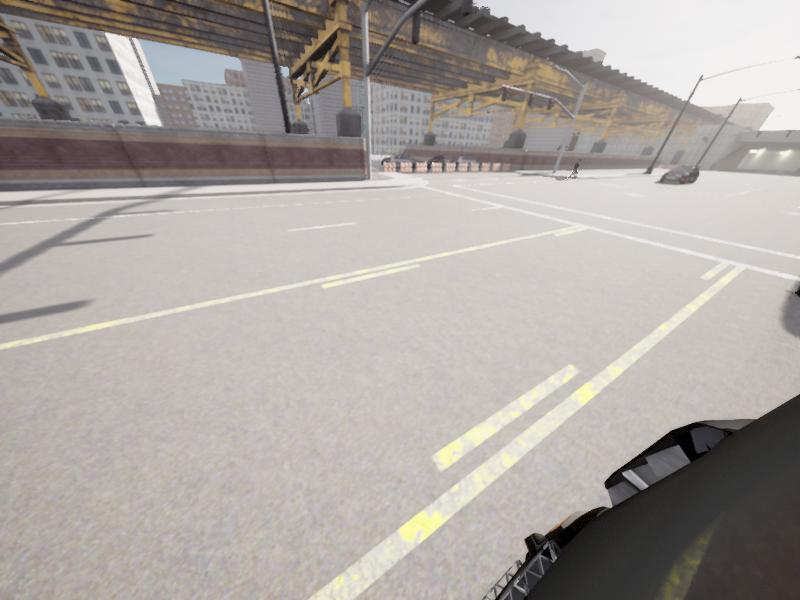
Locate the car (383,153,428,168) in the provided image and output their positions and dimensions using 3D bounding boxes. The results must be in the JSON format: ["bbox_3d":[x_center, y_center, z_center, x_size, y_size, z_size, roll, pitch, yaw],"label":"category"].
[{"bbox_3d":[0.627,-15.197,25.112,4.536,1.218,1.853,9,34,10],"label":"car"}]

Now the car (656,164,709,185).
[{"bbox_3d":[29.683,-13.213,24.291,4.856,1.649,2.033,-16,38,-26],"label":"car"}]

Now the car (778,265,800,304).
[{"bbox_3d":[9.356,-0.669,4.161,3.633,1.501,1.845,-16,38,-25],"label":"car"}]

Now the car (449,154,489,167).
[{"bbox_3d":[8.884,-18.061,29.967,4.536,1.218,1.853,1,34,-2],"label":"car"}]

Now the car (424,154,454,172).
[{"bbox_3d":[4.665,-16.206,27.182,2.038,1.542,4.974,15,36,19],"label":"car"}]

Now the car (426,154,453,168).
[{"bbox_3d":[4.691,-16.363,27.135,1.853,1.218,4.536,15,36,19],"label":"car"}]

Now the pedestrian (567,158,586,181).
[{"bbox_3d":[17.053,-12.620,22.311,0.751,1.860,0.751,28,41,33],"label":"pedestrian"}]

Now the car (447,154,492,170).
[{"bbox_3d":[8.930,-17.930,30.056,4.974,1.542,2.038,1,34,-2],"label":"car"}]

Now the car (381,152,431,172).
[{"bbox_3d":[0.671,-15.057,25.190,4.974,1.542,2.038,9,34,10],"label":"car"}]
